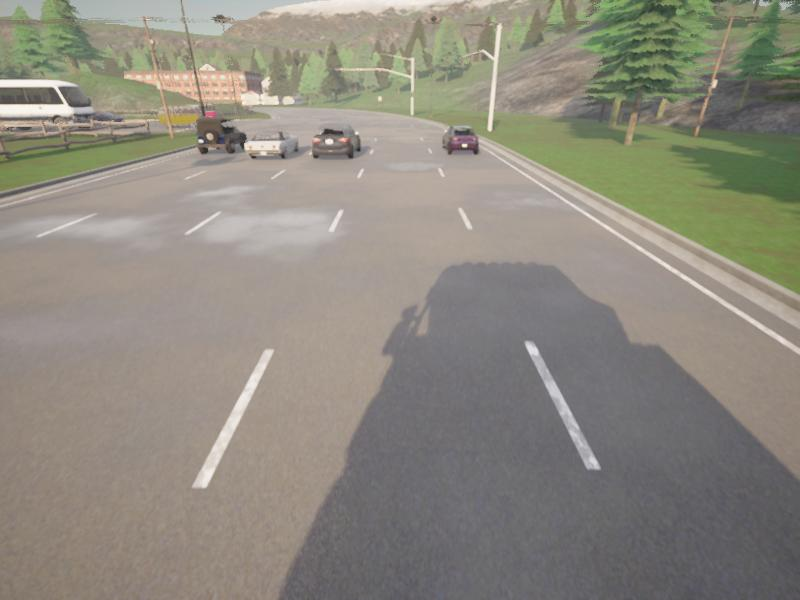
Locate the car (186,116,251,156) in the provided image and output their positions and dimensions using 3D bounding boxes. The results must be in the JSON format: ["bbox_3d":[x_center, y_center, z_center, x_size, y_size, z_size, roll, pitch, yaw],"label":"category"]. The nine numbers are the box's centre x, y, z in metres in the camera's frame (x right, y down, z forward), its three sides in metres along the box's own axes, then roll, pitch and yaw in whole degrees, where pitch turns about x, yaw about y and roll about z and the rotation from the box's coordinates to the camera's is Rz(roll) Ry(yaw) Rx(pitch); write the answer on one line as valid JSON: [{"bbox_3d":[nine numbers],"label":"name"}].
[{"bbox_3d":[-10.471,-9.712,23.509,1.905,1.878,3.866,0,27,0],"label":"car"}]

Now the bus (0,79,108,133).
[{"bbox_3d":[-34.087,-17.883,36.937,10.273,4.253,3.944,0,27,0],"label":"bus"}]

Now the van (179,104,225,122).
[{"bbox_3d":[-24.687,-23.339,50.001,4.442,1.987,1.775,-2,27,-3],"label":"van"}]

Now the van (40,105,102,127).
[{"bbox_3d":[-35.748,-20.037,43.549,4.480,2.038,2.069,0,27,-1],"label":"van"}]

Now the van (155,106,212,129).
[{"bbox_3d":[-21.885,-18.538,40.639,4.442,1.987,1.775,-1,27,-2],"label":"van"}]

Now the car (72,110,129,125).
[{"bbox_3d":[-34.960,-21.387,46.797,4.792,1.488,2.163,0,27,0],"label":"car"}]

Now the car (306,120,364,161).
[{"bbox_3d":[-3.467,-8.974,22.283,2.242,1.667,4.611,1,27,3],"label":"car"}]

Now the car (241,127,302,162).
[{"bbox_3d":[-6.949,-8.732,22.236,1.895,1.301,4.718,0,27,0],"label":"car"}]

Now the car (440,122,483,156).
[{"bbox_3d":[3.520,-9.546,23.581,1.816,1.474,4.193,0,27,0],"label":"car"}]
